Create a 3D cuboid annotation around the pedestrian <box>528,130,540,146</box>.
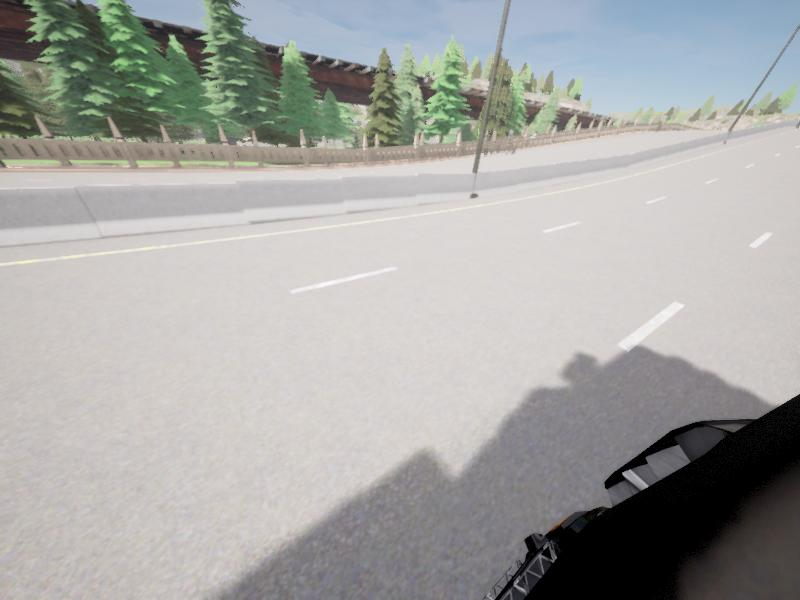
[{"bbox_3d":[20.478,-24.697,35.270,0.751,1.860,0.751,-16,38,-26],"label":"pedestrian"}]
